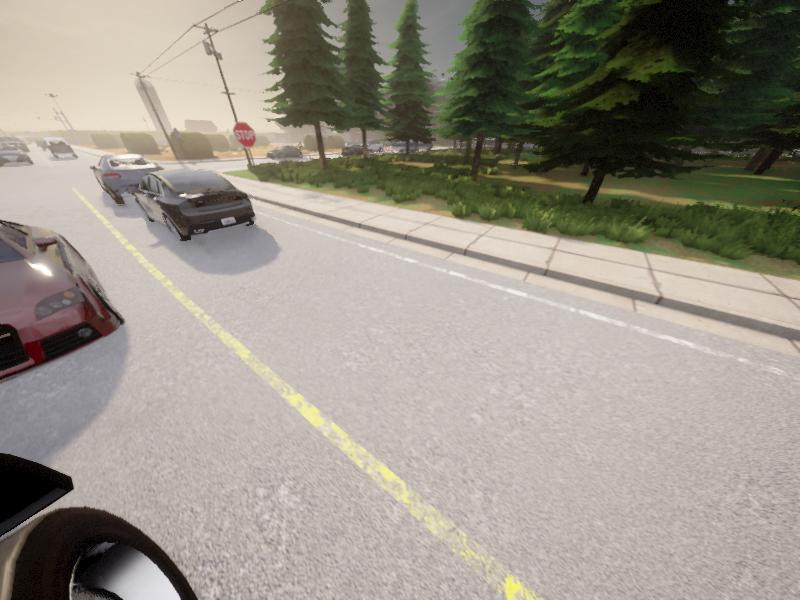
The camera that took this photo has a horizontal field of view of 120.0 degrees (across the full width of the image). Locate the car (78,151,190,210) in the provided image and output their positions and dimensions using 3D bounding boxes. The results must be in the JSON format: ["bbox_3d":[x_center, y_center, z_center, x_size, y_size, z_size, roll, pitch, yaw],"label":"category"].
[{"bbox_3d":[-11.650,-5.420,10.092,5.027,1.651,2.152,26,42,31],"label":"car"}]

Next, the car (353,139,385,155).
[{"bbox_3d":[-5.015,-25.670,38.579,2.150,2.045,5.566,21,40,27],"label":"car"}]

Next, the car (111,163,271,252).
[{"bbox_3d":[-6.186,-2.982,6.780,4.892,1.490,1.837,23,41,30],"label":"car"}]

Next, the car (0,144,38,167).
[{"bbox_3d":[-35.448,-13.205,21.044,4.902,1.511,2.128,24,41,29],"label":"car"}]

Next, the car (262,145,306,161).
[{"bbox_3d":[-13.937,-17.843,27.984,1.994,1.385,4.181,21,41,27],"label":"car"}]

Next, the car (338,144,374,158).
[{"bbox_3d":[-6.007,-21.007,32.443,2.163,1.488,4.792,21,40,27],"label":"car"}]

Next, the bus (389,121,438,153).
[{"bbox_3d":[2.660,-29.602,42.294,3.944,4.253,10.273,21,39,27],"label":"bus"}]

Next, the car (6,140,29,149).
[{"bbox_3d":[-80.770,-32.928,48.779,3.806,1.475,1.970,24,41,29],"label":"car"}]

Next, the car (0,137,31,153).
[{"bbox_3d":[-62.441,-25.200,37.396,5.566,2.045,2.150,24,41,29],"label":"car"}]

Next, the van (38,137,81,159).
[{"bbox_3d":[-41.894,-18.763,28.421,4.480,2.038,2.069,23,41,29],"label":"van"}]

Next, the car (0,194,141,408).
[{"bbox_3d":[-5.677,-0.221,2.996,4.181,1.385,1.994,23,41,29],"label":"car"}]

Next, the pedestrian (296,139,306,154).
[{"bbox_3d":[-14.921,-23.185,34.817,0.751,1.860,0.751,19,39,25],"label":"pedestrian"}]
